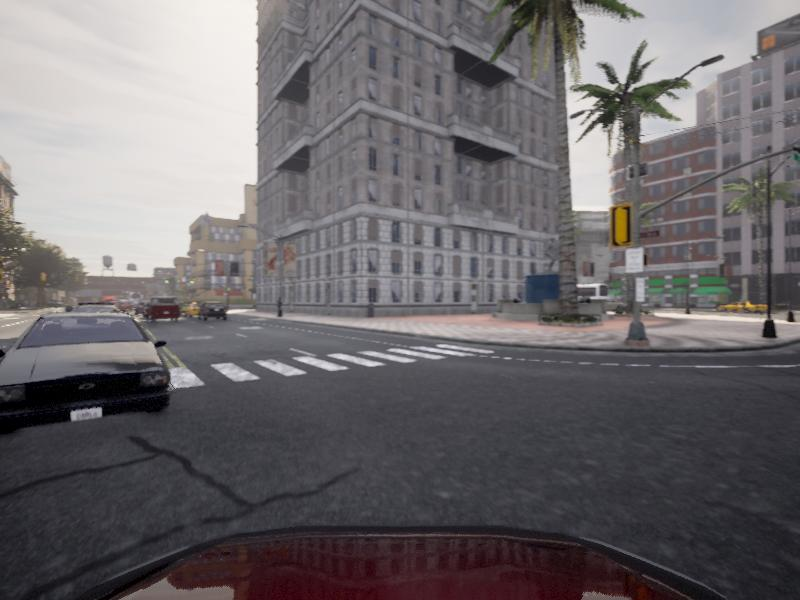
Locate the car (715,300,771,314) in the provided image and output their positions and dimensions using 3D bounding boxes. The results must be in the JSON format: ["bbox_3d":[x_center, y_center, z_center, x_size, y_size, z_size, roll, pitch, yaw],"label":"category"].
[{"bbox_3d":[42.323,0.823,49.527,1.801,1.575,5.366,0,0,-10],"label":"car"}]

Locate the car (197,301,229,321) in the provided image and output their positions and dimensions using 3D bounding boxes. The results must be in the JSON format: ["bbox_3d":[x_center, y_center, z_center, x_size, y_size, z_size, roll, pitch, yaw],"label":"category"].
[{"bbox_3d":[-15.491,0.887,33.001,1.789,1.549,3.705,0,0,-35],"label":"car"}]

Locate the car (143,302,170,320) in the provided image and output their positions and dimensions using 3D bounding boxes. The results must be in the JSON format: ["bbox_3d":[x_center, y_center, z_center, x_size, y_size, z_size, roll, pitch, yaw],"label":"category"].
[{"bbox_3d":[-22.224,0.941,36.420,1.816,1.474,4.193,0,0,-36],"label":"car"}]

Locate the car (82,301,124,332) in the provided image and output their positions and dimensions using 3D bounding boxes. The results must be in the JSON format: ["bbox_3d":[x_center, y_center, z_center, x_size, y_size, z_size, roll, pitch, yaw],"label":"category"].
[{"bbox_3d":[-17.307,0.861,23.464,1.801,1.575,5.366,0,0,-35],"label":"car"}]

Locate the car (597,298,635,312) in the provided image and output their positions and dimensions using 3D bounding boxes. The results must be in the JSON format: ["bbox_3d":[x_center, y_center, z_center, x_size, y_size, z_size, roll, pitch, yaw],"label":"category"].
[{"bbox_3d":[31.844,0.701,59.088,1.932,1.855,4.605,0,0,-26],"label":"car"}]

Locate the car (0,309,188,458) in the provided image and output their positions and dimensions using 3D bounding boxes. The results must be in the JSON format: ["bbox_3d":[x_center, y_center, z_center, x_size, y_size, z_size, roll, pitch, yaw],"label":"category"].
[{"bbox_3d":[-5.178,0.912,6.626,2.033,1.411,5.357,0,0,-38],"label":"car"}]

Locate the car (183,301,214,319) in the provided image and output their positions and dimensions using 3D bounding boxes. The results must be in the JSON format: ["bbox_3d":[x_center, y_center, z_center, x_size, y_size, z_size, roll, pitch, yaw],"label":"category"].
[{"bbox_3d":[-19.572,0.888,38.732,1.801,1.575,5.366,0,0,-36],"label":"car"}]

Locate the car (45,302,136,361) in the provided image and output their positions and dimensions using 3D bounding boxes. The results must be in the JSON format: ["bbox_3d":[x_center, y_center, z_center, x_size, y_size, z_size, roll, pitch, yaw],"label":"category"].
[{"bbox_3d":[-10.052,0.859,13.241,2.038,1.542,4.974,0,0,-35],"label":"car"}]

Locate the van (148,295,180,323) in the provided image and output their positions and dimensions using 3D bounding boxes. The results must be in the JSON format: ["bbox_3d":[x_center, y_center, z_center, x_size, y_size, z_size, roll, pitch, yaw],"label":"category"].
[{"bbox_3d":[-18.215,0.672,30.796,1.775,1.987,4.442,0,0,-35],"label":"van"}]

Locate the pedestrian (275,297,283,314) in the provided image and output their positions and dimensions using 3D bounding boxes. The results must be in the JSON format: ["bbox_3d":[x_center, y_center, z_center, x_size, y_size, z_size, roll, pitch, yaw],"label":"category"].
[{"bbox_3d":[-13.397,0.573,44.289,0.751,1.860,0.751,0,0,-33],"label":"pedestrian"}]

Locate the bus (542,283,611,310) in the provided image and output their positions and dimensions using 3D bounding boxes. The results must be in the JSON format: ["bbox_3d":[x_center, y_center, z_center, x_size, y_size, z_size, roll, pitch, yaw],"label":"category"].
[{"bbox_3d":[29.929,-0.470,68.493,3.944,4.253,10.273,0,0,-35],"label":"bus"}]

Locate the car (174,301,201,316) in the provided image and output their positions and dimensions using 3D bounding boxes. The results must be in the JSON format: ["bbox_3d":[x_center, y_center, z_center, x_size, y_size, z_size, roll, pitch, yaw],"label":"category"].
[{"bbox_3d":[-23.607,0.930,44.301,2.007,1.525,4.514,0,0,-36],"label":"car"}]
